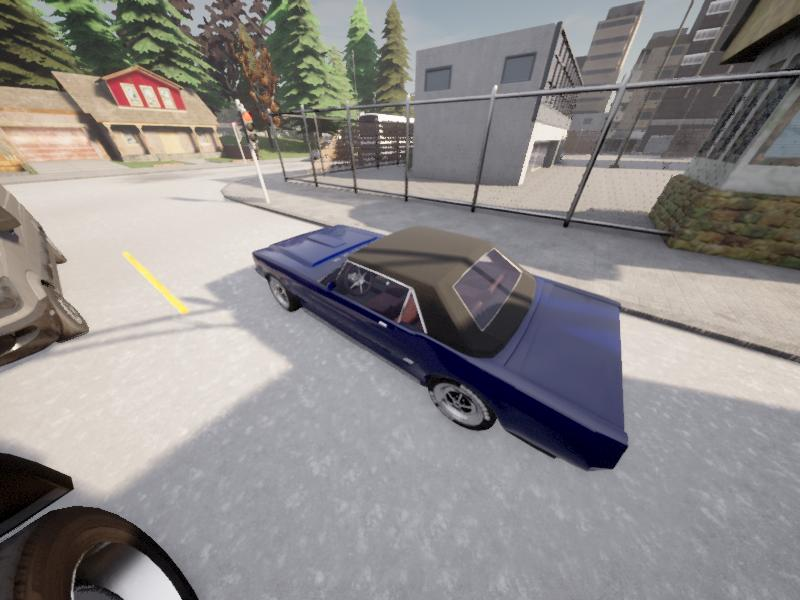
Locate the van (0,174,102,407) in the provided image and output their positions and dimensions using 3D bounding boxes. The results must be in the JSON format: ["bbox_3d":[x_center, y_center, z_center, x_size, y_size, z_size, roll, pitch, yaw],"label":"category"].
[{"bbox_3d":[-6.593,-0.861,2.903,5.915,2.561,1.988,24,41,30],"label":"van"}]

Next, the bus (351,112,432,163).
[{"bbox_3d":[-0.525,-19.480,27.898,3.944,4.253,10.273,22,41,28],"label":"bus"}]

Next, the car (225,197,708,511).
[{"bbox_3d":[-0.035,-0.224,3.111,4.718,1.301,1.895,24,41,29],"label":"car"}]

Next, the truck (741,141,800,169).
[{"bbox_3d":[36.527,-13.568,21.565,4.478,2.038,2.069,23,41,28],"label":"truck"}]

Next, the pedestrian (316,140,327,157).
[{"bbox_3d":[-10.228,-19.803,30.142,0.751,1.860,0.751,22,41,28],"label":"pedestrian"}]

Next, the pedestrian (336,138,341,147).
[{"bbox_3d":[-16.410,-42.186,61.899,0.751,1.860,0.751,26,42,31],"label":"pedestrian"}]

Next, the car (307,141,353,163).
[{"bbox_3d":[-7.688,-16.746,26.025,1.932,1.855,4.605,22,40,27],"label":"car"}]

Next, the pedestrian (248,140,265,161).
[{"bbox_3d":[-15.191,-15.818,24.446,0.751,1.860,0.751,22,41,28],"label":"pedestrian"}]

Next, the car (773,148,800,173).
[{"bbox_3d":[33.826,-11.528,19.066,1.789,1.547,3.705,23,41,28],"label":"car"}]

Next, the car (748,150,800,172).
[{"bbox_3d":[34.088,-11.522,19.183,5.357,1.415,2.033,23,41,28],"label":"car"}]

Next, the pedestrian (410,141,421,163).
[{"bbox_3d":[1.574,-15.082,23.518,0.751,1.860,0.751,-21,40,-27],"label":"pedestrian"}]
